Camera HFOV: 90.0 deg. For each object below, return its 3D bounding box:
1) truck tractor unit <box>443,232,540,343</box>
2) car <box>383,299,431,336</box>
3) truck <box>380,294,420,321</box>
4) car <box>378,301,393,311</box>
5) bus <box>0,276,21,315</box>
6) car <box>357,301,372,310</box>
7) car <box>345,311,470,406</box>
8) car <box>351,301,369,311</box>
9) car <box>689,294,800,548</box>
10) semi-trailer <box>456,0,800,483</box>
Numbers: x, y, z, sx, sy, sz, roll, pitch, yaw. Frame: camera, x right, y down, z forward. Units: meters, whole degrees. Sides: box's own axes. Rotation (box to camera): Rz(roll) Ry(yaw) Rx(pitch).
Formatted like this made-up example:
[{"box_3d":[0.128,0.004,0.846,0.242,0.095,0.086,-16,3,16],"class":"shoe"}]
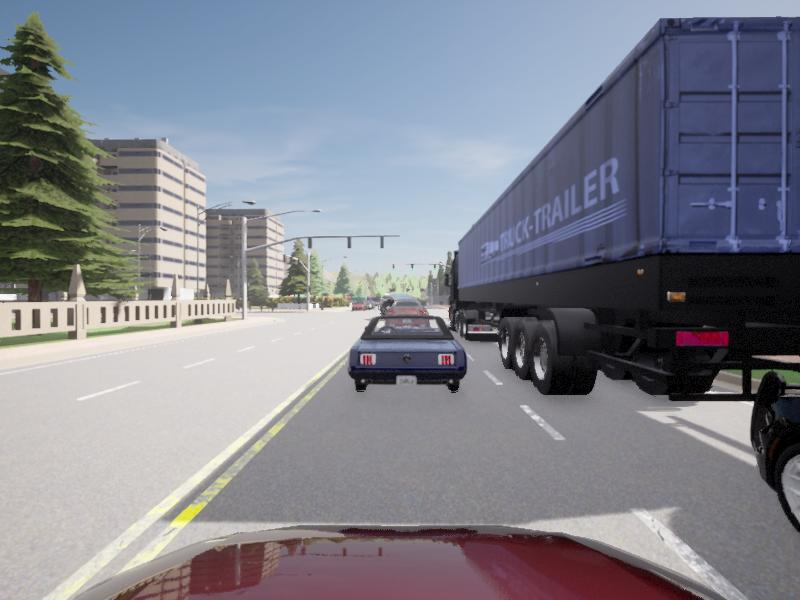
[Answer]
[{"box_3d":[3.833,-0.510,18.476,3.053,4.208,6.516,0,0,1],"class":"truck tractor unit"},{"box_3d":[0.368,0.796,20.338,2.152,1.651,5.027,0,0,1],"class":"car"},{"box_3d":[-0.184,0.569,33.599,2.390,2.098,6.274,0,0,-9],"class":"truck"},{"box_3d":[-2.327,0.876,65.006,2.038,1.542,4.974,0,0,1],"class":"car"},{"box_3d":[-49.300,-0.502,44.672,10.273,4.253,3.944,0,0,1],"class":"bus"},{"box_3d":[-5.807,0.877,66.134,2.038,1.542,4.974,0,0,1],"class":"car"},{"box_3d":[0.153,0.950,8.410,1.895,1.301,4.718,0,0,1],"class":"car"},{"box_3d":[-5.983,0.874,59.901,2.007,1.525,4.514,0,0,3],"class":"car"},{"box_3d":[3.514,0.780,0.958,1.930,1.638,5.238,0,0,1],"class":"car"},{"box_3d":[3.696,-0.611,10.568,2.717,4.402,14.254,0,0,1],"class":"semi-trailer"}]
